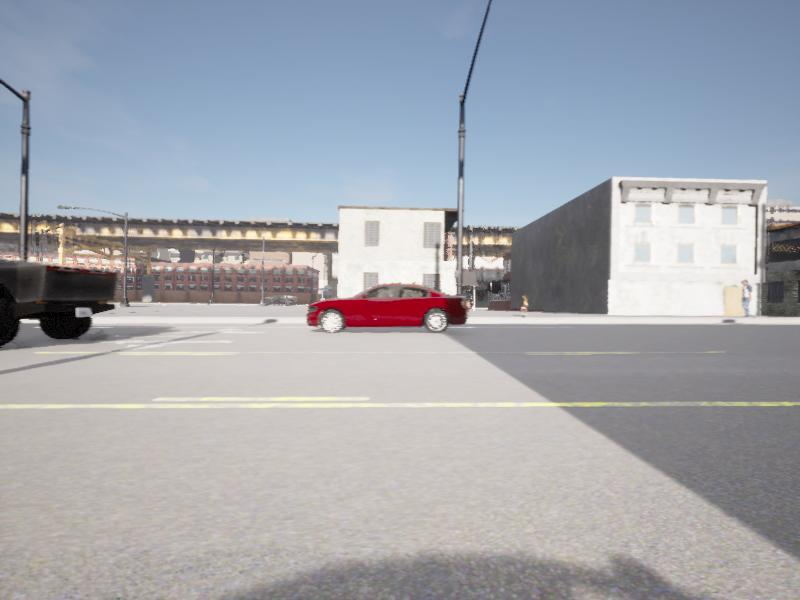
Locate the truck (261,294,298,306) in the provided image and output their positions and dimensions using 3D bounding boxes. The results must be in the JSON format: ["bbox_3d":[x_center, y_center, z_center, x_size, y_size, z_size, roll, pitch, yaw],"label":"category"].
[{"bbox_3d":[-21.836,0.022,72.371,6.274,2.098,2.390,1,0,-17],"label":"truck"}]

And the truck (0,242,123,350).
[{"bbox_3d":[-10.153,-0.072,8.898,6.274,2.098,2.390,0,0,-1],"label":"truck"}]

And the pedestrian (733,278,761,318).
[{"bbox_3d":[16.788,-0.090,19.366,0.751,1.860,0.751,1,0,12],"label":"pedestrian"}]

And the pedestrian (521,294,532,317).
[{"bbox_3d":[6.325,0.271,20.042,0.500,1.100,0.500,1,0,17],"label":"pedestrian"}]

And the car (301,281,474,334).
[{"bbox_3d":[-0.367,0.221,12.533,5.008,1.535,1.882,0,0,0],"label":"car"}]
